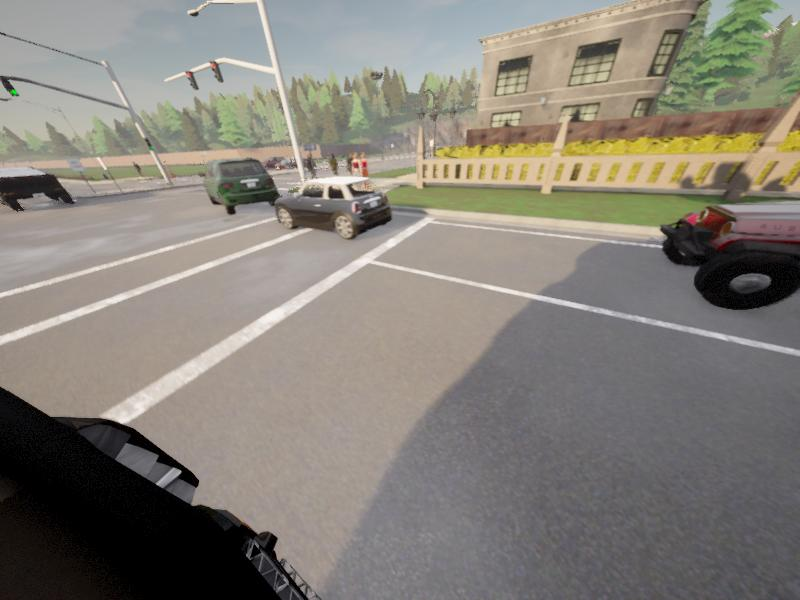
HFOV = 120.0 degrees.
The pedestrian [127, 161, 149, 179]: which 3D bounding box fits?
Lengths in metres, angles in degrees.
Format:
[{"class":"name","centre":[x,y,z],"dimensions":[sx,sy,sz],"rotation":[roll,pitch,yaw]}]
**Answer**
[{"class":"pedestrian","centre":[-31.708,-15.778,27.976],"dimensions":[0.751,1.860,0.751],"rotation":[12,37,22]}]

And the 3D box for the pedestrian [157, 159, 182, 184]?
[{"class":"pedestrian","centre":[-20.680,-11.528,20.774],"dimensions":[0.751,1.860,0.751],"rotation":[-20,37,-24]}]

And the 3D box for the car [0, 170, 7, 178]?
[{"class":"car","centre":[-87.455,-27.156,49.833],"dimensions":[3.988,1.617,1.851],"rotation":[16,38,26]}]

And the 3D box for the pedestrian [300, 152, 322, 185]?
[{"class":"pedestrian","centre":[-6.150,-9.105,16.008],"dimensions":[0.751,1.860,0.751],"rotation":[23,41,33]}]

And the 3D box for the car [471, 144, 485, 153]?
[{"class":"car","centre":[19.438,-37.633,57.339],"dimensions":[2.097,1.767,4.553],"rotation":[16,38,26]}]

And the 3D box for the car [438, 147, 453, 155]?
[{"class":"car","centre":[11.295,-37.192,57.542],"dimensions":[1.837,1.490,4.892],"rotation":[16,38,26]}]

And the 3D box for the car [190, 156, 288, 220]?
[{"class":"car","centre":[-7.774,-5.538,10.970],"dimensions":[2.150,2.045,5.566],"rotation":[-29,42,-34]}]

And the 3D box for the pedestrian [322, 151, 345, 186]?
[{"class":"pedestrian","centre":[-4.245,-8.473,14.902],"dimensions":[0.751,1.860,0.751],"rotation":[17,39,27]}]

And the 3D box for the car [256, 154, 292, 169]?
[{"class":"car","centre":[-20.438,-22.600,37.751],"dimensions":[2.097,1.767,4.553],"rotation":[16,38,26]}]

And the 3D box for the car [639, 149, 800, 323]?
[{"class":"car","centre":[6.307,-0.793,2.941],"dimensions":[3.866,1.878,1.905],"rotation":[16,38,26]}]

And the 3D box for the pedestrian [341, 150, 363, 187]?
[{"class":"pedestrian","centre":[-2.926,-8.047,14.154],"dimensions":[0.751,1.860,0.751],"rotation":[21,40,31]}]

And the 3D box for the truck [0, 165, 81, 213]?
[{"class":"truck","centre":[-23.065,-6.948,14.183],"dimensions":[6.274,2.098,2.390],"rotation":[16,38,26]}]

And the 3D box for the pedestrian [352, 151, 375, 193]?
[{"class":"pedestrian","centre":[-1.851,-6.633,12.021],"dimensions":[0.751,1.860,0.751],"rotation":[6,35,13]}]

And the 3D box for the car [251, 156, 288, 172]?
[{"class":"car","centre":[-19.067,-20.028,33.957],"dimensions":[1.851,1.617,3.988],"rotation":[16,38,26]}]

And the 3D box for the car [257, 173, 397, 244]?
[{"class":"car","centre":[-2.281,-3.100,7.416],"dimensions":[3.806,1.475,1.970],"rotation":[17,38,27]}]

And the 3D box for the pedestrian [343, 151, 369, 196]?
[{"class":"pedestrian","centre":[-2.153,-6.252,11.472],"dimensions":[0.751,1.860,0.751],"rotation":[9,35,17]}]

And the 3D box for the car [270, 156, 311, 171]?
[{"class":"car","centre":[-15.553,-19.582,33.138],"dimensions":[2.163,1.488,4.792],"rotation":[16,38,26]}]

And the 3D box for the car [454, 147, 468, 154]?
[{"class":"car","centre":[15.182,-37.083,57.266],"dimensions":[1.895,1.301,4.718],"rotation":[16,38,26]}]
